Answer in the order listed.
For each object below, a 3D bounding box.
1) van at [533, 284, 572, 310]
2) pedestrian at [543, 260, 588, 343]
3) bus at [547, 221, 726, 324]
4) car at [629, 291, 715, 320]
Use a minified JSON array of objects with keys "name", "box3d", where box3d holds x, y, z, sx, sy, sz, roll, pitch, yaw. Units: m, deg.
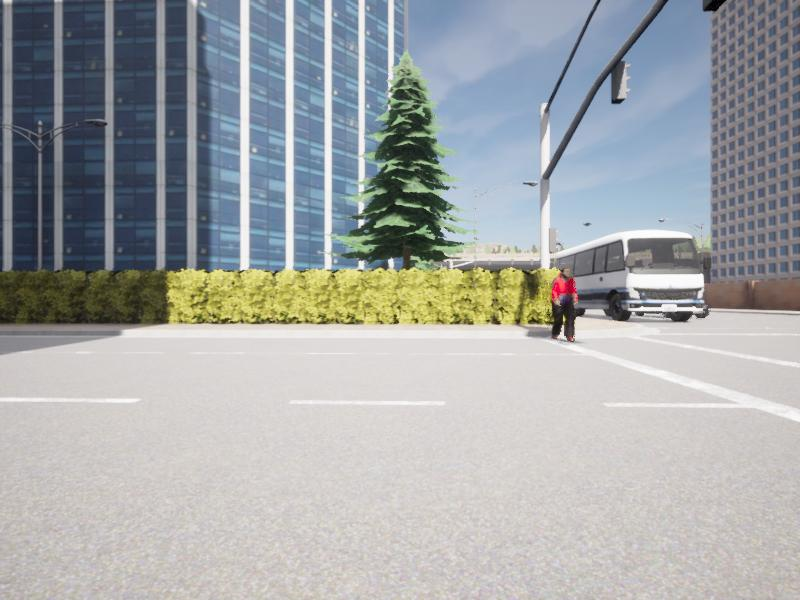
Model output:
[{"name":"van","box3d":[15.826,-0.281,41.901,1.988,2.561,5.915,0,0,2]},{"name":"pedestrian","box3d":[3.860,0.036,9.394,0.751,1.860,0.751,0,0,-1]},{"name":"bus","box3d":[11.640,-1.136,21.660,3.944,4.253,10.273,0,0,2]},{"name":"car","box3d":[15.064,0.267,22.535,1.812,1.442,4.674,0,0,2]}]
